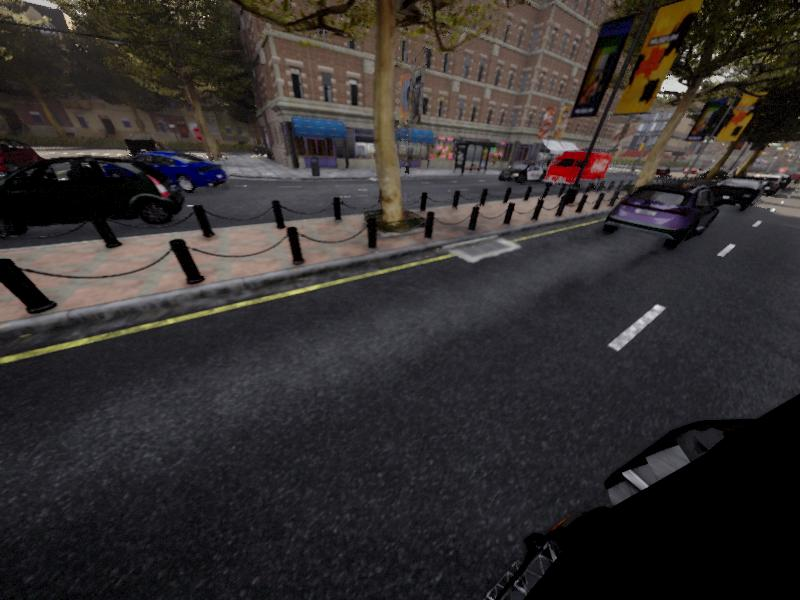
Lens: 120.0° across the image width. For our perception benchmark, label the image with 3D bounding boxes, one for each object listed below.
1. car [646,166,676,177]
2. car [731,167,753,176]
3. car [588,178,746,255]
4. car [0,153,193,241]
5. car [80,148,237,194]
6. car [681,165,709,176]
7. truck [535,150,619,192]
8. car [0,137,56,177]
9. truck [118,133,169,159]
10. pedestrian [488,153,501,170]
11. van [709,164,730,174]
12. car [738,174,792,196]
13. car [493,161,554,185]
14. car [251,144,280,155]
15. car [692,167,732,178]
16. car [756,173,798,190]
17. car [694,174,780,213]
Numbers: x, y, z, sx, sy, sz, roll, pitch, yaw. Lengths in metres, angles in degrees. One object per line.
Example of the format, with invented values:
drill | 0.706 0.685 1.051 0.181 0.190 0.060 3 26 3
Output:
car | 42.358 -20.875 37.519 4.181 1.385 1.994 -18 39 -28
car | 84.010 -31.614 56.752 5.238 1.638 1.930 -17 39 -28
car | 8.949 -3.015 7.734 4.856 1.649 2.033 -16 38 -28
car | -8.426 -2.825 6.090 3.988 1.617 1.851 -17 39 -28
car | -11.106 -6.201 11.021 5.008 1.535 1.882 3 34 0
car | 60.178 -26.498 47.117 4.611 1.667 2.242 -18 39 -27
truck | 13.695 -10.063 17.965 5.204 2.467 2.627 -17 39 -28
car | -21.980 -7.877 12.615 1.851 1.617 3.988 -15 38 -25
truck | -27.925 -17.051 25.508 2.390 2.098 6.274 -19 39 -29
pedestrian | 12.237 -17.928 29.920 0.751 1.860 0.751 -15 38 -25
van | 80.145 -32.840 57.978 4.442 1.987 1.775 -17 39 -28
car | 33.744 -10.670 21.374 3.806 1.475 1.970 -17 39 -28
car | 10.729 -11.042 20.053 4.974 1.542 2.038 -17 39 -28
car | -24.216 -27.219 41.767 4.181 1.385 1.994 -16 38 -26
car | 57.483 -23.574 42.688 3.806 1.475 1.970 7 34 6
car | 44.753 -14.104 27.404 4.892 1.490 1.837 -17 39 -28
car | 20.606 -6.647 14.123 5.238 1.638 1.930 -17 39 -28
